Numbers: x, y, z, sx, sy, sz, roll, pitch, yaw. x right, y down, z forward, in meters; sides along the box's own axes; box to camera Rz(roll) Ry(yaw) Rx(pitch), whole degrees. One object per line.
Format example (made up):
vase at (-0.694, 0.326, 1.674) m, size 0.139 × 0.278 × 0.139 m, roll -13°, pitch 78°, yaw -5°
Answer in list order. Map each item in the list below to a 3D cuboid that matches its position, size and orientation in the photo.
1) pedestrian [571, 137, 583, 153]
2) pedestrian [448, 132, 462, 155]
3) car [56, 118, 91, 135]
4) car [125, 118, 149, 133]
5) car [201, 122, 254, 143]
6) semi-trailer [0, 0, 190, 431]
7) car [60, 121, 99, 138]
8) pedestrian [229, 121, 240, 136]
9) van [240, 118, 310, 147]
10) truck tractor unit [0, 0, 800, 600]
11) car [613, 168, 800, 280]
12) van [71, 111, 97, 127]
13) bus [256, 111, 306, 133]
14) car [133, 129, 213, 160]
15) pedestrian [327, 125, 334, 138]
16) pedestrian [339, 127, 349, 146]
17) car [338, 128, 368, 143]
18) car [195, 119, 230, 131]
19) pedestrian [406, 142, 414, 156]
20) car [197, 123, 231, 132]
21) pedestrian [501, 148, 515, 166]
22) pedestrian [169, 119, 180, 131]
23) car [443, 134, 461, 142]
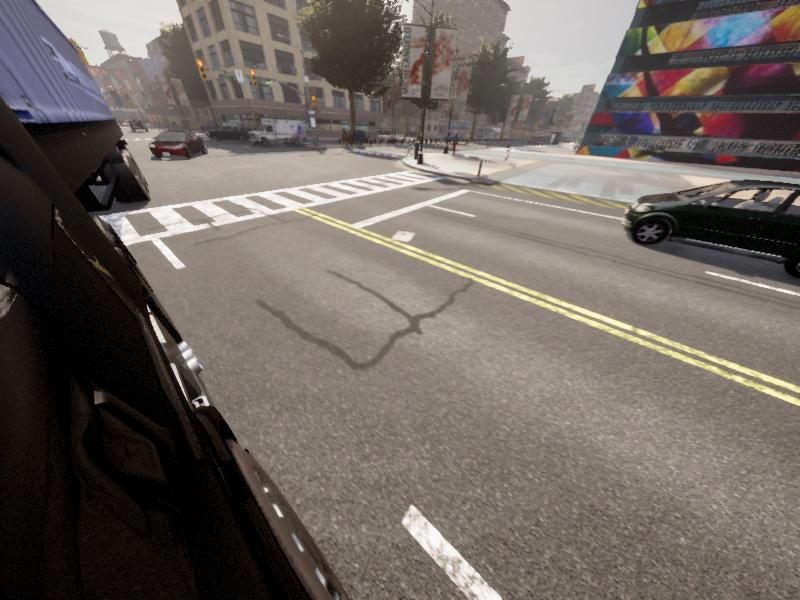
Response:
pedestrian at (26.775, -23.473, 34.963) m, size 0.751 × 1.860 × 0.751 m, roll 15°, pitch 38°, yaw 16°
pedestrian at (5.590, -15.840, 23.409) m, size 0.751 × 1.860 × 0.751 m, roll -25°, pitch 45°, yaw -32°
car at (-42.662, -22.675, 30.152) m, size 5.008 × 1.535 × 1.882 m, roll 27°, pitch 43°, yaw 29°
car at (-43.410, -28.930, 38.212) m, size 1.932 × 1.855 × 4.605 m, roll -27°, pitch 46°, yaw -34°
car at (-20.524, -20.118, 27.803) m, size 4.605 × 1.855 × 1.932 m, roll -12°, pitch 40°, yaw -18°
semi-trailer at (-8.117, -3.939, 4.735) m, size 2.717 × 4.402 × 14.254 m, roll -27°, pitch 46°, yaw -33°
car at (-37.074, -19.726, 26.684) m, size 4.181 × 1.385 × 1.994 m, roll 28°, pitch 43°, yaw 30°
pedestrian at (-26.415, -27.358, 36.877) m, size 0.751 × 1.860 × 0.751 m, roll 28°, pitch 44°, yaw 30°
van at (-13.875, -19.089, 26.382) m, size 2.351 × 2.431 × 6.366 m, roll 23°, pitch 41°, yaw 26°
truck tractor unit at (-2.645, -0.295, 0.351) m, size 6.516 × 4.208 × 3.053 m, roll 28°, pitch 44°, yaw 30°
car at (7.750, -1.904, 5.390) m, size 3.705 × 1.549 × 1.789 m, roll 27°, pitch 43°, yaw 30°
van at (-68.164, -39.104, 49.774) m, size 5.915 × 2.561 × 1.988 m, roll 28°, pitch 43°, yaw 29°
bus at (-31.291, -47.187, 61.470) m, size 3.944 × 4.253 × 10.273 m, roll 27°, pitch 43°, yaw 29°
car at (-15.349, -10.871, 16.057) m, size 2.163 × 1.488 × 4.792 m, roll -9°, pitch 38°, yaw -15°
pedestrian at (-13.386, -32.333, 44.359) m, size 0.751 × 1.860 × 0.751 m, roll 28°, pitch 44°, yaw 30°
pedestrian at (-6.616, -19.381, 27.414) m, size 0.751 × 1.860 × 0.751 m, roll -24°, pitch 44°, yaw -31°
car at (-7.602, -26.884, 37.758) m, size 2.097 × 1.767 × 4.553 m, roll 27°, pitch 43°, yaw 29°
car at (-43.692, -40.771, 53.942) m, size 2.150 × 2.045 × 5.566 m, roll 27°, pitch 43°, yaw 29°
pedestrian at (0.938, -14.494, 22.205) m, size 0.500 × 1.100 × 0.500 m, roll 23°, pitch 41°, yaw 25°
car at (-41.678, -38.699, 51.831) m, size 2.033 × 1.411 × 5.357 m, roll 28°, pitch 43°, yaw 30°
pedestrian at (8.197, -10.854, 17.517) m, size 0.500 × 1.100 × 0.500 m, roll -28°, pitch 47°, yaw -35°
pedestrian at (-45.779, -35.537, 46.903) m, size 0.751 × 1.860 × 0.751 m, roll 26°, pitch 42°, yaw 28°
car at (12.118, -37.334, 53.293) m, size 1.812 × 1.442 × 4.674 m, roll 27°, pitch 43°, yaw 29°
